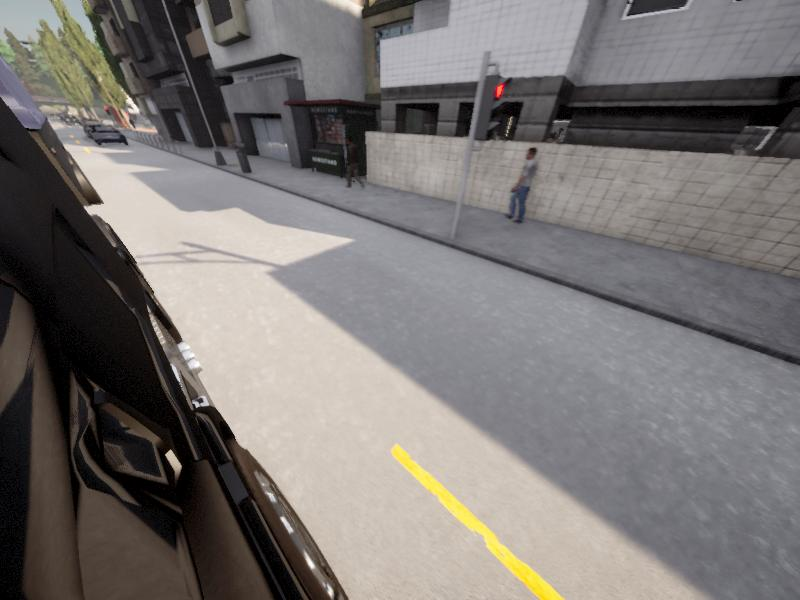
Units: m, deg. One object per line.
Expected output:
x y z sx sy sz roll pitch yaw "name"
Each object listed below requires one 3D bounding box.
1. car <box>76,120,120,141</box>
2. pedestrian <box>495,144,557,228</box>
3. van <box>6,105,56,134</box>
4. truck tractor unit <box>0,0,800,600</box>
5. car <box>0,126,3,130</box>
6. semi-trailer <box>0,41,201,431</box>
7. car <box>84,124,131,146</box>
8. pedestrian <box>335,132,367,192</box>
-31.557 -17.733 24.133 4.514 1.525 2.007 28 43 30 "car"
3.320 -3.042 6.211 0.751 1.860 0.751 28 44 30 "pedestrian"
-43.737 -21.506 27.544 5.915 2.561 1.988 28 43 30 "van"
-2.645 -0.295 0.351 6.516 4.208 3.053 28 44 30 "truck tractor unit"
-51.467 -21.119 27.402 1.816 1.474 4.193 26 43 28 "car"
-8.698 -3.601 4.233 14.254 4.402 2.717 28 43 30 "semi-trailer"
-25.979 -14.657 20.502 4.181 1.385 1.994 30 44 32 "car"
-1.827 -5.292 8.894 0.751 1.860 0.751 15 38 16 "pedestrian"
